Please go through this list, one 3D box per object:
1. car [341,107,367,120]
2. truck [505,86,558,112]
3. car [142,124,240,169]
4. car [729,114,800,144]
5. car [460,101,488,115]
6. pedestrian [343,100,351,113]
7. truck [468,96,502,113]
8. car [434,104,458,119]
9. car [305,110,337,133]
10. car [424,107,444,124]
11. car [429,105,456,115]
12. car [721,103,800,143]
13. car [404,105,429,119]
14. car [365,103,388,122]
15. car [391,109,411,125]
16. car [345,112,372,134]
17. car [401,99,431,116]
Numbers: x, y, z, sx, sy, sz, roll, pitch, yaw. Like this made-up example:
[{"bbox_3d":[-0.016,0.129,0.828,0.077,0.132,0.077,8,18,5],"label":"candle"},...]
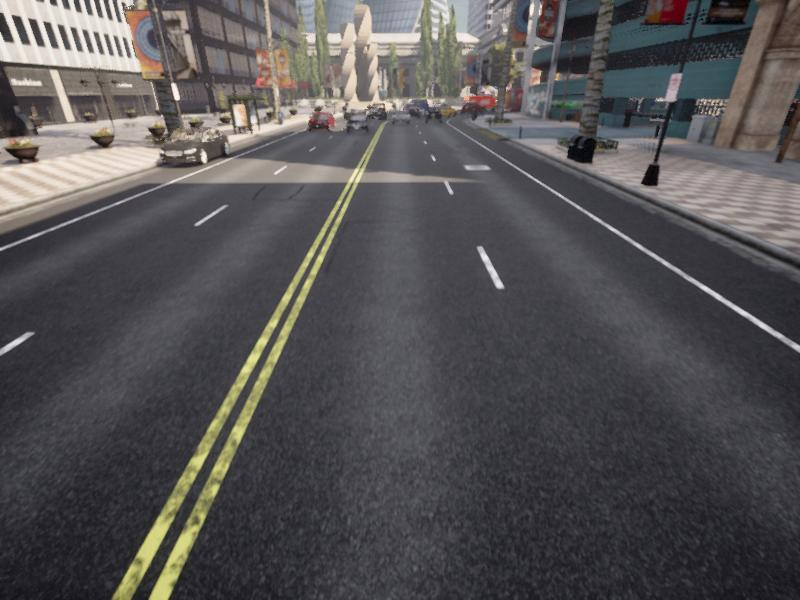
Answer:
[{"bbox_3d":[-5.782,-23.819,51.124,1.895,1.301,4.718,5,28,10],"label":"car"},{"bbox_3d":[22.550,-34.564,68.818,8.468,3.827,2.891,-12,30,-22],"label":"truck"},{"bbox_3d":[-10.112,-7.768,19.958,2.231,1.521,4.892,0,27,0],"label":"car"},{"bbox_3d":[24.781,-11.406,26.513,2.007,1.523,4.514,0,27,0],"label":"car"},{"bbox_3d":[11.404,-29.586,61.547,2.097,1.767,4.553,21,34,35],"label":"car"},{"bbox_3d":[-8.297,-30.363,62.767,0.751,1.860,0.751,11,30,21],"label":"pedestrian"},{"bbox_3d":[14.471,-33.490,68.301,5.204,2.467,2.627,-18,32,-31],"label":"truck"},{"bbox_3d":[6.232,-25.392,53.732,1.801,1.575,5.366,10,29,19],"label":"car"},{"bbox_3d":[-7.017,-16.167,36.119,1.882,1.535,5.008,0,28,0],"label":"car"},{"bbox_3d":[3.897,-20.969,45.303,2.128,1.511,4.902,2,28,5],"label":"car"},{"bbox_3d":[6.445,-28.997,60.979,1.895,1.301,4.718,18,33,32],"label":"car"},{"bbox_3d":[24.779,-11.781,26.384,2.435,2.045,5.566,0,27,0],"label":"car"},{"bbox_3d":[2.236,-24.917,52.905,2.038,1.542,4.974,8,28,16],"label":"car"},{"bbox_3d":[-2.754,-22.662,48.218,1.905,1.878,3.866,4,28,8],"label":"car"},{"bbox_3d":[0.206,-20.032,43.765,1.895,1.301,4.718,2,27,3],"label":"car"},{"bbox_3d":[-3.530,-15.299,34.513,1.812,1.442,4.674,0,27,0],"label":"car"},{"bbox_3d":[2.470,-29.437,61.070,2.150,2.045,5.566,14,31,26],"label":"car"}]
